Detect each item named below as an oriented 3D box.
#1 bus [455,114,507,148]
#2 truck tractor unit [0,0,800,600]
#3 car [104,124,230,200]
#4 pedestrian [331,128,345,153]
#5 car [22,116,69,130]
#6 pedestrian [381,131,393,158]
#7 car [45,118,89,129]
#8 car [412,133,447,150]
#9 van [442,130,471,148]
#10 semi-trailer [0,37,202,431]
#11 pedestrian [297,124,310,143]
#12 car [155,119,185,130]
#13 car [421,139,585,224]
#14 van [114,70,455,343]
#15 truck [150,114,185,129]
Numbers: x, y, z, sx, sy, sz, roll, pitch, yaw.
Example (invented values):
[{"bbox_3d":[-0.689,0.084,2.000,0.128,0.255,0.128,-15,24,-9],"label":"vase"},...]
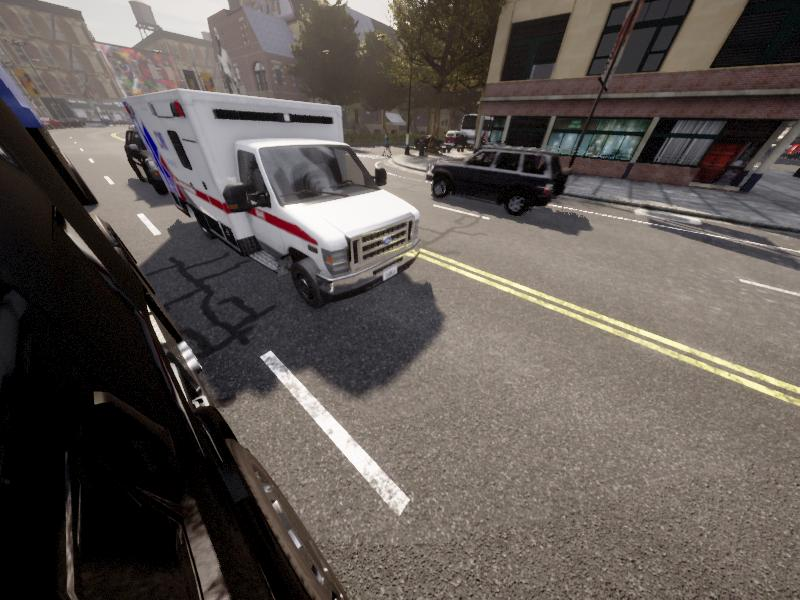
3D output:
[{"bbox_3d":[14.154,-29.384,40.244,3.944,4.253,10.273,28,44,30],"label":"bus"},{"bbox_3d":[-2.645,-0.295,0.351,6.516,4.208,3.053,28,44,30],"label":"truck tractor unit"},{"bbox_3d":[-8.744,-5.356,8.679,4.605,1.855,1.932,28,44,30],"label":"car"},{"bbox_3d":[-5.776,-14.976,21.694,0.751,1.860,0.751,28,43,29],"label":"pedestrian"},{"bbox_3d":[-51.502,-25.823,33.679,2.002,1.452,4.674,-18,41,-25],"label":"car"},{"bbox_3d":[-1.114,-13.471,19.977,0.751,1.860,0.751,15,39,16],"label":"pedestrian"},{"bbox_3d":[-54.164,-28.884,37.727,1.895,1.301,4.718,-11,39,-17],"label":"car"},{"bbox_3d":[3.979,-21.239,30.900,1.930,1.638,5.238,28,44,30],"label":"car"},{"bbox_3d":[8.643,-24.614,35.371,2.069,2.038,4.480,28,44,30],"label":"van"},{"bbox_3d":[-8.746,-3.574,4.178,14.254,4.402,2.717,28,43,29],"label":"semi-trailer"},{"bbox_3d":[-11.684,-20.156,27.988,0.751,1.860,0.751,12,38,12],"label":"pedestrian"},{"bbox_3d":[-47.633,-36.439,47.953,1.930,1.638,5.238,-5,37,-10],"label":"car"},{"bbox_3d":[3.259,-4.408,8.170,4.605,1.855,1.932,28,44,30],"label":"car"},{"bbox_3d":[-2.542,-2.253,4.466,6.366,2.431,2.351,28,44,30],"label":"van"},{"bbox_3d":[-51.908,-40.040,51.800,2.627,2.467,5.204,-2,37,-7],"label":"truck"}]
